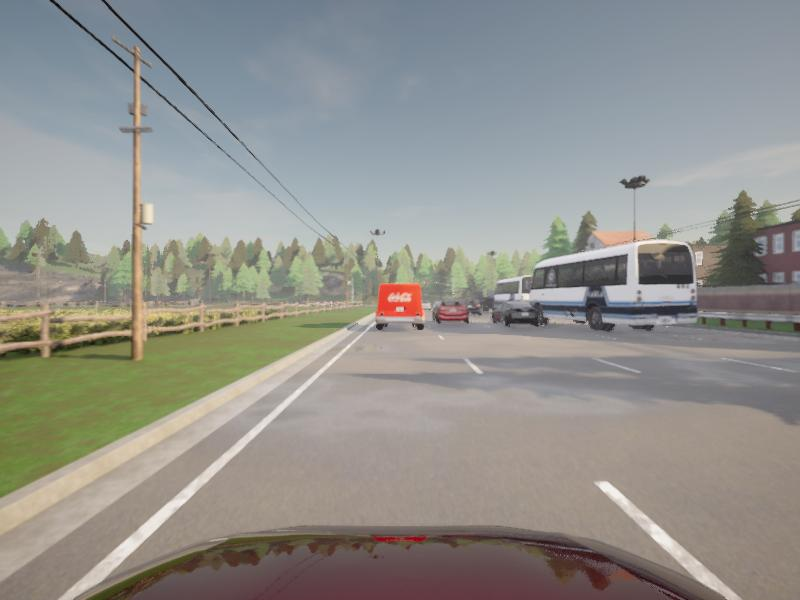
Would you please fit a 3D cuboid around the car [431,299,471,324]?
[{"bbox_3d":[3.497,0.746,28.329,2.242,1.667,4.611,0,0,0],"label":"car"}]

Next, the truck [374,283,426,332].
[{"bbox_3d":[0.001,0.353,22.854,2.627,2.467,5.204,0,0,0],"label":"truck"}]

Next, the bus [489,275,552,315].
[{"bbox_3d":[13.910,-0.540,47.464,3.944,4.253,10.273,1,0,-3],"label":"bus"}]

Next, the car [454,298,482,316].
[{"bbox_3d":[6.928,0.737,41.038,2.242,1.667,4.611,0,-1,2],"label":"car"}]

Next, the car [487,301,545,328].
[{"bbox_3d":[7.000,0.843,24.696,2.163,1.488,4.792,0,0,0],"label":"car"}]

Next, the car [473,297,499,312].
[{"bbox_3d":[11.519,0.623,53.753,1.905,1.878,3.866,0,0,-13],"label":"car"}]

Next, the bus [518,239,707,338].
[{"bbox_3d":[10.806,-0.538,22.444,3.944,4.253,10.273,-1,0,-9],"label":"bus"}]
